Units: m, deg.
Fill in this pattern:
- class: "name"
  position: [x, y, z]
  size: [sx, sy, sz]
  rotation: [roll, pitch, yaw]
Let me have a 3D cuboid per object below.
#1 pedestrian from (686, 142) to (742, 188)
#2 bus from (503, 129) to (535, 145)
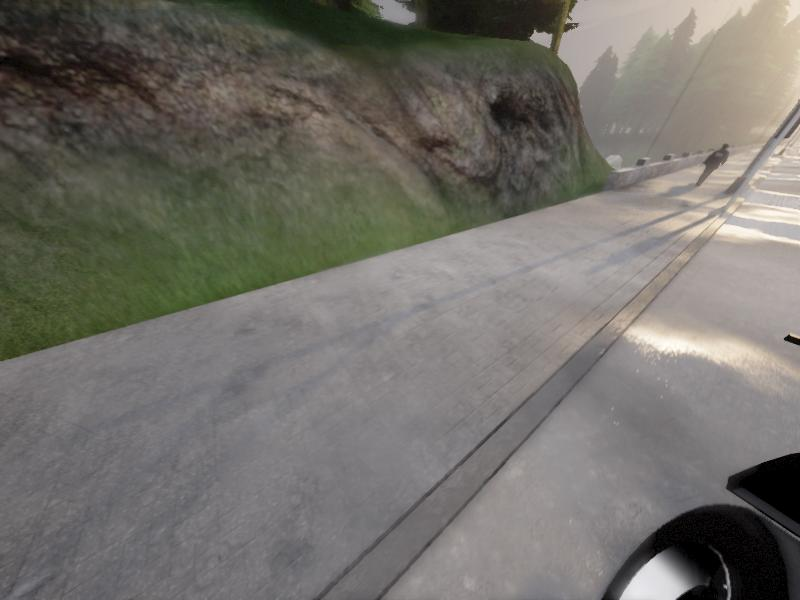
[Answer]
- class: "pedestrian"
  position: [15.207, -6.553, 11.249]
  size: [0.751, 1.860, 0.751]
  rotation: [-20, 40, -26]
- class: "bus"
  position: [40.351, -55.414, 78.505]
  size: [10.273, 4.253, 3.944]
  rotation: [-22, 41, -28]
